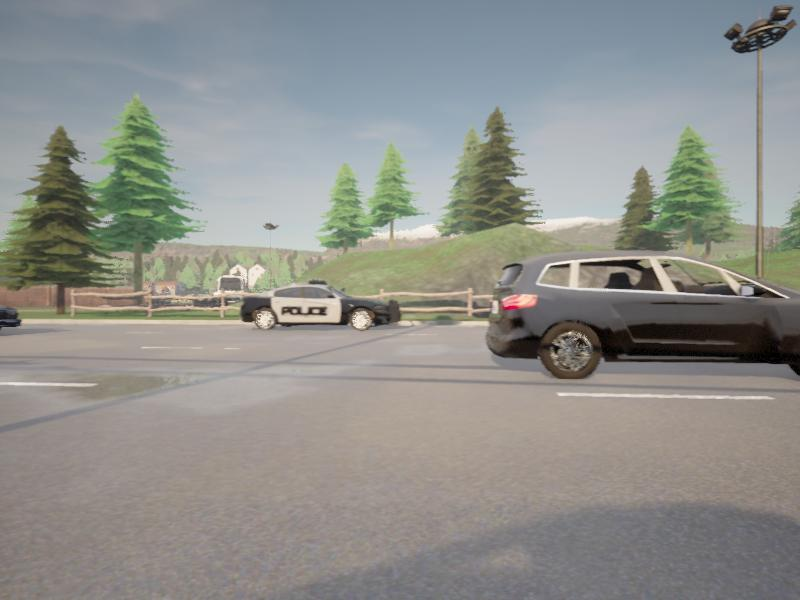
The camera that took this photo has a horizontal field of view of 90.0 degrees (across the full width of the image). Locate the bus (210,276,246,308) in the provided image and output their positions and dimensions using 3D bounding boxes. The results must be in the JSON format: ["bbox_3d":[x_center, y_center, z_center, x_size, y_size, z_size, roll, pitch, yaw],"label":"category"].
[{"bbox_3d":[-25.368,-1.146,58.621,3.944,4.253,10.273,1,0,-28],"label":"bus"}]

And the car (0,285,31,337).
[{"bbox_3d":[-13.395,0.293,10.748,5.357,1.411,2.033,0,0,5],"label":"car"}]

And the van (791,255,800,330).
[{"bbox_3d":[15.991,-0.226,11.762,6.366,2.431,2.351,0,0,5],"label":"van"}]

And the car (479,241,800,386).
[{"bbox_3d":[3.613,0.156,5.791,4.611,1.667,2.242,0,0,5],"label":"car"}]

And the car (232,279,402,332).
[{"bbox_3d":[-2.619,0.167,13.345,5.238,1.638,1.930,0,0,5],"label":"car"}]
